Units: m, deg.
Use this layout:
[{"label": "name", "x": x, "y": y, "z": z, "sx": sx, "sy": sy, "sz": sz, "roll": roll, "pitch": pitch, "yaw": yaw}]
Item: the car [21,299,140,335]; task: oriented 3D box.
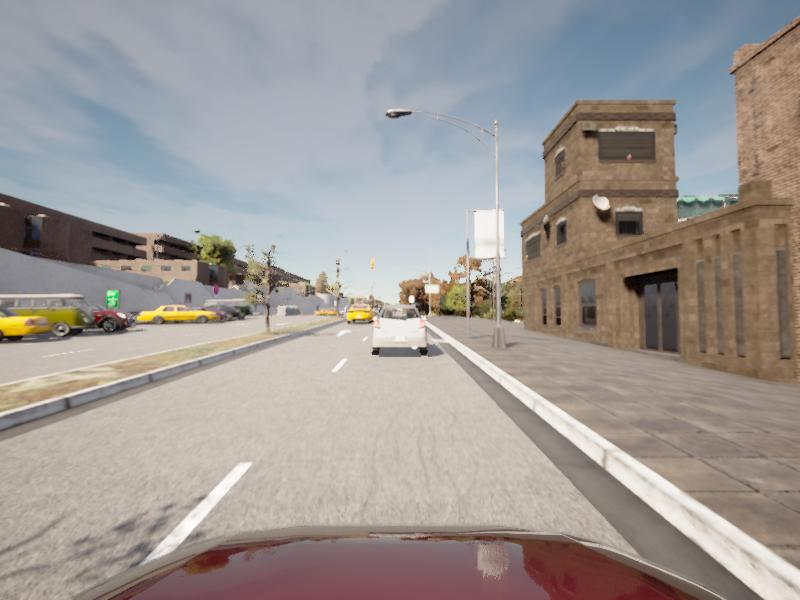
[{"label": "car", "x": -17.005, "y": 0.856, "z": 21.633, "sx": 4.553, "sy": 1.767, "sz": 2.185, "roll": -1, "pitch": -1, "yaw": -20}]

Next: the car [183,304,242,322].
[{"label": "car", "x": -16.975, "y": 1.162, "z": 36.528, "sx": 4.674, "sy": 1.452, "sz": 2.002, "roll": -1, "pitch": 0, "yaw": -20}]

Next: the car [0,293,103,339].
[{"label": "car", "x": -16.867, "y": 0.727, "z": 18.709, "sx": 4.442, "sy": 1.987, "sz": 1.878, "roll": -1, "pitch": -1, "yaw": -20}]

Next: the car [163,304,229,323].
[{"label": "car", "x": -16.981, "y": 1.134, "z": 33.555, "sx": 4.674, "sy": 1.452, "sz": 2.002, "roll": -1, "pitch": -1, "yaw": -20}]

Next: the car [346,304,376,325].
[{"label": "car", "x": -3.036, "y": 1.070, "z": 31.926, "sx": 1.882, "sy": 1.535, "sz": 5.008, "roll": 0, "pitch": -1, "yaw": 0}]

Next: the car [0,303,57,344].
[{"label": "car", "x": -17.142, "y": 0.924, "z": 15.616, "sx": 5.366, "sy": 1.575, "sz": 1.946, "roll": -1, "pitch": 0, "yaw": -20}]

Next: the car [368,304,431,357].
[{"label": "car", "x": -0.014, "y": 0.899, "z": 13.389, "sx": 1.845, "sy": 1.501, "sz": 3.633, "roll": 0, "pitch": 0, "yaw": 0}]

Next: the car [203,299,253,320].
[{"label": "car", "x": -16.875, "y": 0.924, "z": 39.555, "sx": 4.442, "sy": 1.987, "sz": 1.878, "roll": -1, "pitch": -1, "yaw": -20}]

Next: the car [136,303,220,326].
[{"label": "car", "x": -16.804, "y": 1.061, "z": 30.642, "sx": 5.366, "sy": 1.575, "sz": 1.946, "roll": -1, "pitch": -1, "yaw": -20}]

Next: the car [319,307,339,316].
[{"label": "car", "x": -16.901, "y": 2.804, "z": 94.792, "sx": 4.442, "sy": 1.987, "sz": 1.878, "roll": 0, "pitch": -2, "yaw": -20}]
